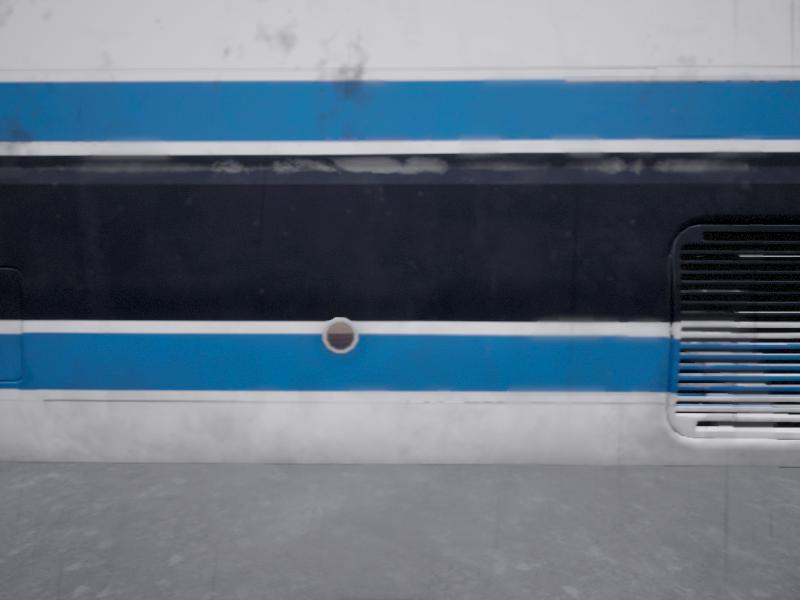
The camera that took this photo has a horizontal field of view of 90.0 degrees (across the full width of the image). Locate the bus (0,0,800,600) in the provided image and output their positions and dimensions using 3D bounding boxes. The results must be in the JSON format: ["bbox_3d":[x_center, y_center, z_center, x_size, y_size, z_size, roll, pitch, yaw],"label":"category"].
[{"bbox_3d":[1.020,-1.132,2.477,10.273,4.253,3.944,0,0,1],"label":"bus"}]

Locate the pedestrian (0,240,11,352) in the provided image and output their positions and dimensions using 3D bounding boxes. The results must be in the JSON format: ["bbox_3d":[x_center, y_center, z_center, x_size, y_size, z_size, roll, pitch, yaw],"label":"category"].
[{"bbox_3d":[-7.009,-0.065,6.442,0.751,1.860,0.751,0,0,0],"label":"pedestrian"}]
